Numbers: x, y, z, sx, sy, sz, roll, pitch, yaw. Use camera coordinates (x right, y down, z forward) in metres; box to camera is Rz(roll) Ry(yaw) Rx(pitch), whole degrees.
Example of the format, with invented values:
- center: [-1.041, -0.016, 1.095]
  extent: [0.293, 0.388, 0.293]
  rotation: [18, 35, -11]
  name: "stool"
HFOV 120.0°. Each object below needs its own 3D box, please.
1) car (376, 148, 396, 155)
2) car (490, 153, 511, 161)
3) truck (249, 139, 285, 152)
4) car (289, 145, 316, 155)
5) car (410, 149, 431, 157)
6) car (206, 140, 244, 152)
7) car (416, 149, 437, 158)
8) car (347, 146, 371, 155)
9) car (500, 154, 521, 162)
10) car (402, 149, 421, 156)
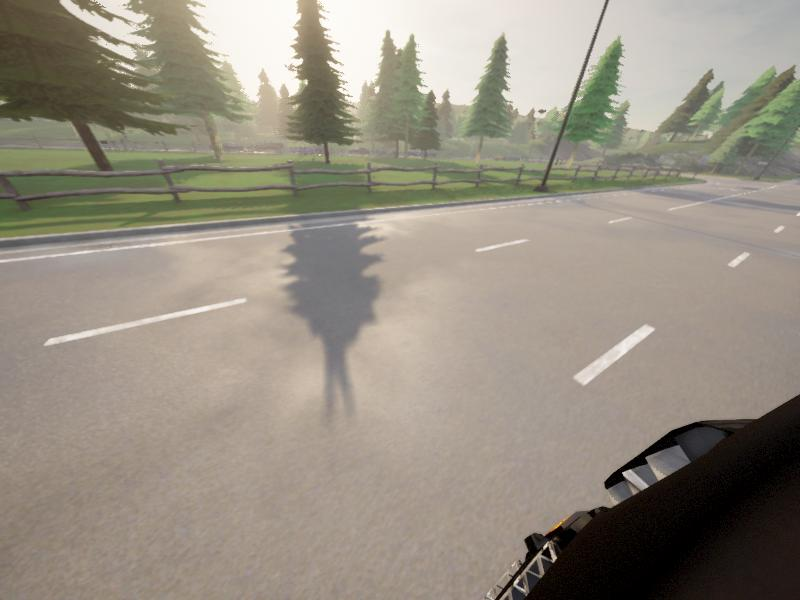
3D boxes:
- center: [-3.890, -40.401, 62.812]
  extent: [4.974, 1.542, 2.038]
  rotation: [-16, 38, -26]
  name: "car"
- center: [28.973, -41.171, 66.488]
  extent: [5.366, 1.575, 1.801]
  rotation: [15, 36, 18]
  name: "car"
- center: [-28.805, -33.558, 50.212]
  extent: [6.274, 2.098, 2.390]
  rotation: [-16, 38, -26]
  name: "truck"
- center: [-19.031, -29.380, 45.195]
  extent: [4.514, 1.525, 2.007]
  rotation: [-16, 38, -26]
  name: "car"
- center: [5.398, -38.555, 60.744]
  extent: [4.974, 1.542, 2.038]
  rotation: [-16, 38, -26]
  name: "car"
- center: [-31.766, -28.060, 42.151]
  extent: [5.238, 1.638, 1.930]
  rotation: [-16, 38, -26]
  name: "car"
- center: [6.692, -36.707, 58.018]
  extent: [4.856, 1.649, 2.033]
  rotation: [-16, 38, -26]
  name: "car"
- center: [-9.997, -36.456, 56.389]
  extent: [5.238, 1.638, 1.930]
  rotation: [-16, 38, -26]
  name: "car"
- center: [30.123, -38.799, 63.199]
  extent: [5.027, 1.651, 2.152]
  rotation: [14, 35, 16]
  name: "car"
- center: [3.361, -42.430, 66.452]
  extent: [5.008, 1.535, 1.882]
  rotation: [-16, 38, -26]
  name: "car"
